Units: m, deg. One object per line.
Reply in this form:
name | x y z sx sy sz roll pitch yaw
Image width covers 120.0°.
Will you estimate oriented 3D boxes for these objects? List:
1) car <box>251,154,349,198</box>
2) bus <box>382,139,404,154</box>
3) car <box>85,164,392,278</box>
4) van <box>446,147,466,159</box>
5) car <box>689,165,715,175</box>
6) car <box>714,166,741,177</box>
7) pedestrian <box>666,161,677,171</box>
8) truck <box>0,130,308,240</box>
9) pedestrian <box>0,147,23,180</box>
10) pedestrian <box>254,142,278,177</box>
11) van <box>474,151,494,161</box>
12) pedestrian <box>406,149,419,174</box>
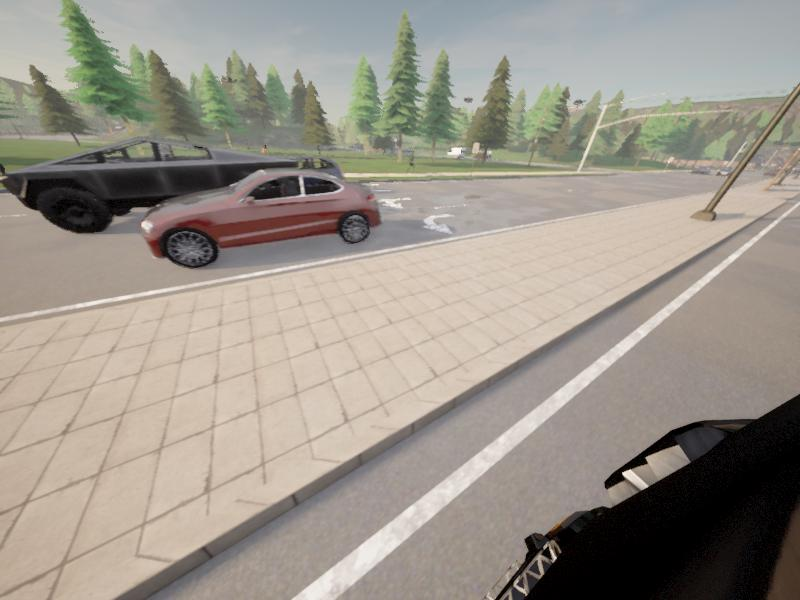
car | -4.810 -6.214 11.471 3.988 1.617 1.851 -17 38 -27
bus | -2.953 -58.479 87.792 3.944 4.253 10.273 -16 38 -26
car | -2.946 -2.252 5.645 5.027 1.651 2.152 -16 38 -27
van | 16.158 -42.904 67.373 1.988 2.561 5.915 -16 38 -26
car | 63.038 -27.122 48.227 4.974 1.542 2.038 -17 38 -27
car | 65.292 -25.591 46.011 4.856 1.649 2.033 -17 38 -27
pedestrian | 61.642 -30.399 52.407 0.751 1.860 0.751 -18 39 -28
truck | -6.513 -3.649 7.039 6.274 2.098 2.390 -17 38 -27
pedestrian | -17.964 -6.285 10.011 0.751 1.860 0.751 -17 38 -27
pedestrian | -8.679 -9.103 14.967 0.751 1.860 0.751 -22 41 -32
van | 23.083 -39.683 63.562 2.069 2.038 4.480 -16 38 -26
pedestrian | 1.059 -12.078 20.194 0.751 1.860 0.751 -16 38 -26
